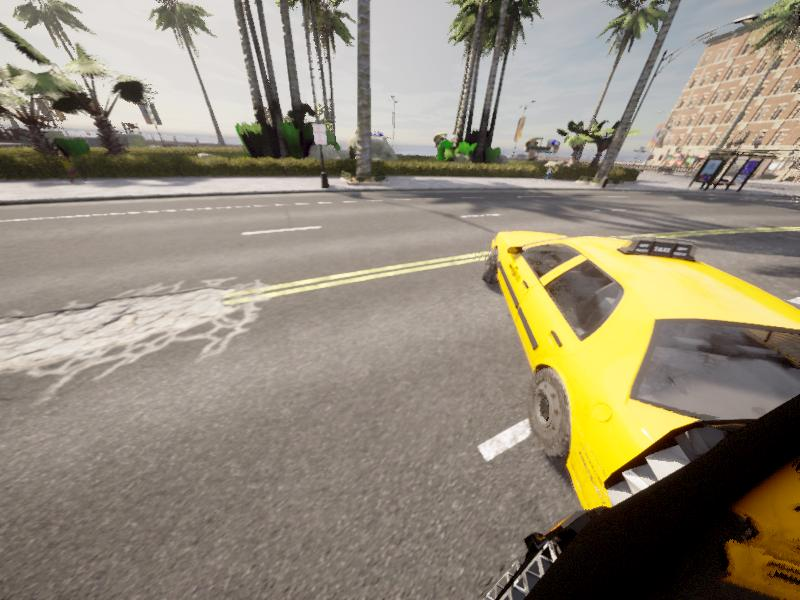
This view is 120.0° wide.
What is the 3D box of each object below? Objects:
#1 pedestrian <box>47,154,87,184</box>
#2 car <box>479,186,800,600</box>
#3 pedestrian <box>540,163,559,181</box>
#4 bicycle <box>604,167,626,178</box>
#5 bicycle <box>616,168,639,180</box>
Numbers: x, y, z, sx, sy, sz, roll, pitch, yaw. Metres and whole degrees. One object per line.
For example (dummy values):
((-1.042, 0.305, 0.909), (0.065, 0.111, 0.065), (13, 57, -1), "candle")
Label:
((-14.827, -5.857, 10.318), (0.500, 1.100, 0.500), (-17, 38, -27), "pedestrian")
((2.345, -0.026, 2.719), (1.801, 1.575, 5.366), (8, 34, 7), "car")
((12.925, -11.081, 20.021), (0.751, 1.300, 0.751), (-6, 35, -13), "pedestrian")
((25.288, -15.060, 27.219), (1.643, 1.024, 0.373), (5, 34, 3), "bicycle")
((25.110, -13.955, 25.546), (1.643, 1.024, 0.373), (5, 34, 3), "bicycle")
